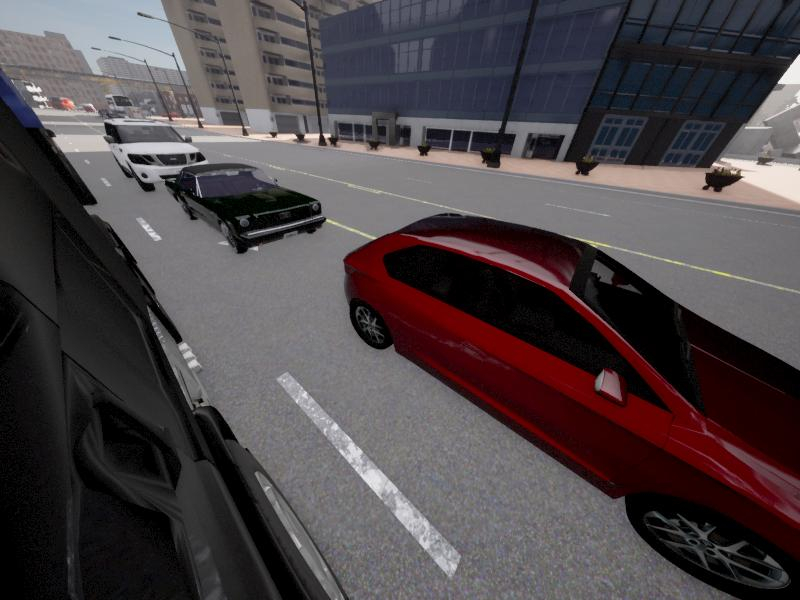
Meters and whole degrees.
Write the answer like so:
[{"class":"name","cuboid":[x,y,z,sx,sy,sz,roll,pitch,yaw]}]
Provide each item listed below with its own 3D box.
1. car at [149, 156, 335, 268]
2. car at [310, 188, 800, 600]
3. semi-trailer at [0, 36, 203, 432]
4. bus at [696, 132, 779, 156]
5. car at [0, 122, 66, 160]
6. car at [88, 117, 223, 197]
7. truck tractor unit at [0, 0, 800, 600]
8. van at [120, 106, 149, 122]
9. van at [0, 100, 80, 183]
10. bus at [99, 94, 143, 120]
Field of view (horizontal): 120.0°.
[{"class":"car","cuboid":[-3.915,-2.477,5.626,4.718,1.301,1.895,28,44,30]},{"class":"car","cuboid":[1.278,0.188,2.243,4.193,1.474,1.816,28,44,30]},{"class":"semi-trailer","cuboid":[-8.755,-3.565,4.172,14.254,4.402,2.717,27,43,29]},{"class":"bus","cuboid":[82.742,-38.669,57.110,10.273,4.253,3.944,18,39,18]},{"class":"car","cuboid":[-22.275,-9.523,13.726,4.902,1.511,2.128,28,44,30]},{"class":"car","cuboid":[-9.754,-5.873,9.176,5.566,2.045,2.150,28,44,30]},{"class":"truck tractor unit","cuboid":[-2.645,-0.295,0.352,6.516,4.208,3.053,28,44,30]},{"class":"van","cuboid":[-57.658,-40.372,50.139,6.366,2.431,2.351,29,44,28]},{"class":"van","cuboid":[-16.569,-6.882,9.791,6.366,2.431,2.351,28,44,30]},{"class":"bus","cuboid":[-66.087,-45.762,54.701,10.273,4.253,3.944,29,44,29]}]
